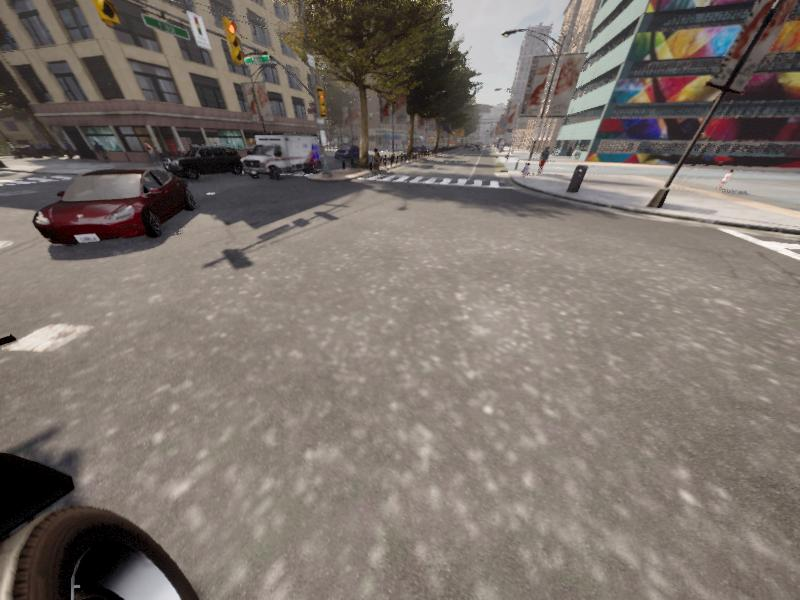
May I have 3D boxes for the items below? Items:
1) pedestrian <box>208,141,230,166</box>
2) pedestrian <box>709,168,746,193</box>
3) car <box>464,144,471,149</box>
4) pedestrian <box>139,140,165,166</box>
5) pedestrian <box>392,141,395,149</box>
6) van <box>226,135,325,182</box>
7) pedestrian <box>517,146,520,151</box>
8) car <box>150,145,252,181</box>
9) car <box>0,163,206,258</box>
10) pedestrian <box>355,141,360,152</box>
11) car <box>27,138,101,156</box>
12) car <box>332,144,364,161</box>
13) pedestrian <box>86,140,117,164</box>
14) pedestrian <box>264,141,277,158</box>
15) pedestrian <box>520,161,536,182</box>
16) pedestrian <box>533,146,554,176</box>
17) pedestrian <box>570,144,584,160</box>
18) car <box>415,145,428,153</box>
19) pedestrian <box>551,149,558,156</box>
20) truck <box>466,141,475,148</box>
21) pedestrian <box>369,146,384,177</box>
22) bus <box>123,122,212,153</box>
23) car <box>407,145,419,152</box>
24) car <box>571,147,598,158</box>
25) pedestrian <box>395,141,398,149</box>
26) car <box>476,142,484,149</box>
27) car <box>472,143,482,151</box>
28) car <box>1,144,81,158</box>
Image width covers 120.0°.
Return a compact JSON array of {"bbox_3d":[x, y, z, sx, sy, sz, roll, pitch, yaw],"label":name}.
[{"bbox_3d":[-16.423,-13.305,20.976,0.751,1.860,0.751,-1,35,-3],"label":"pedestrian"},{"bbox_3d":[16.836,-6.167,11.920,0.500,1.100,0.500,15,37,19],"label":"pedestrian"},{"bbox_3d":[22.156,-50.322,75.698,1.837,1.490,4.892,11,36,14],"label":"car"},{"bbox_3d":[-22.090,-13.120,20.611,0.751,1.860,0.751,-20,40,-27],"label":"pedestrian"},{"bbox_3d":[-1.926,-44.421,66.137,0.751,1.860,0.751,4,35,5],"label":"pedestrian"},{"bbox_3d":[-8.383,-10.411,16.752,2.351,2.431,6.366,10,36,13],"label":"van"},{"bbox_3d":[31.924,-40.799,62.167,0.500,1.100,0.500,11,36,14],"label":"pedestrian"},{"bbox_3d":[-13.345,-9.584,15.957,1.932,1.855,4.605,19,38,24],"label":"car"},{"bbox_3d":[-8.140,-3.053,6.967,2.163,1.488,4.792,-12,37,-18],"label":"car"},{"bbox_3d":[-8.702,-31.467,47.324,0.751,1.860,0.751,11,36,14],"label":"pedestrian"},{"bbox_3d":[-48.982,-22.580,33.942,2.150,2.045,5.566,10,36,14],"label":"car"},{"bbox_3d":[-6.864,-19.771,30.843,2.097,1.767,4.553,11,36,14],"label":"car"},{"bbox_3d":[-27.004,-13.400,20.930,0.751,1.860,0.751,10,36,13],"label":"pedestrian"},{"bbox_3d":[-17.208,-20.002,30.628,0.751,1.860,0.751,13,37,18],"label":"pedestrian"},{"bbox_3d":[7.942,-7.980,14.382,0.500,1.100,0.500,5,35,7],"label":"pedestrian"},{"bbox_3d":[10.614,-10.291,17.097,0.751,1.860,0.751,18,38,23],"label":"pedestrian"},{"bbox_3d":[25.151,-21.066,32.902,0.751,1.860,0.751,1,35,1],"label":"pedestrian"},{"bbox_3d":[4.941,-34.351,52.399,1.812,1.442,4.674,11,36,14],"label":"car"},{"bbox_3d":[27.336,-26.021,40.758,0.500,1.100,0.500,-3,35,-5],"label":"pedestrian"},{"bbox_3d":[26.897,-59.161,88.009,2.390,2.098,6.274,11,36,14],"label":"truck"},{"bbox_3d":[-1.700,-10.154,16.953,0.751,1.860,0.751,20,39,26],"label":"pedestrian"},{"bbox_3d":[-41.957,-29.794,42.541,3.944,4.253,10.273,10,36,14],"label":"bus"},{"bbox_3d":[3.378,-38.139,57.960,1.895,1.301,4.718,11,36,14],"label":"car"},{"bbox_3d":[33.109,-26.706,41.658,2.161,1.482,4.786,10,36,14],"label":"car"},{"bbox_3d":[-1.034,-44.311,65.994,0.751,1.860,0.751,10,36,13],"label":"pedestrian"},{"bbox_3d":[28.843,-55.984,83.515,2.150,2.045,5.566,11,36,14],"label":"car"},{"bbox_3d":[20.763,-41.267,62.277,1.932,1.855,4.605,11,36,14],"label":"car"},{"bbox_3d":[-46.823,-19.704,30.402,2.033,1.411,5.357,11,36,14],"label":"car"}]
